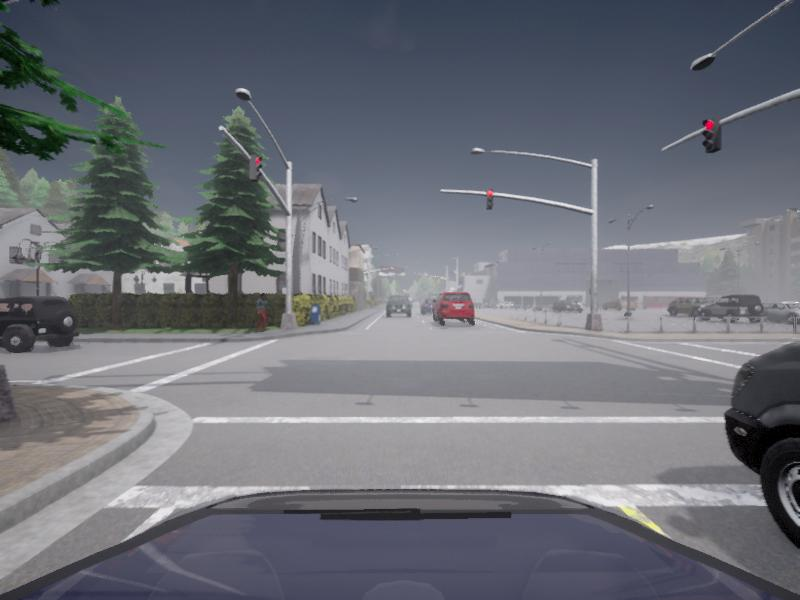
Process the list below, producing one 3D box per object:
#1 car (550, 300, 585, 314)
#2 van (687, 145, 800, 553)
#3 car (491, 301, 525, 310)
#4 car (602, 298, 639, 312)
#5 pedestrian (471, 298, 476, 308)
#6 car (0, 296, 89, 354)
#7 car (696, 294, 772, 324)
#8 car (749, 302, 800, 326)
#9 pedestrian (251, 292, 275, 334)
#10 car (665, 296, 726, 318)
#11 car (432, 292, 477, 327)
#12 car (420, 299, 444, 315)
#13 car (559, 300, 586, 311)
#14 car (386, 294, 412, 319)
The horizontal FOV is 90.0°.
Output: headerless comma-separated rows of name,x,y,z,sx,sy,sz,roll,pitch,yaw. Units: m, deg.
car,18.792,0.772,45.074,2.007,1.523,4.514,0,0,0
van,3.520,0.344,0.508,1.988,2.561,5.915,1,1,0
car,17.936,0.911,66.608,4.974,1.542,2.038,0,0,0
car,28.832,0.618,52.502,2.152,1.636,5.027,0,0,0
pedestrian,13.424,0.562,73.168,0.751,1.860,0.751,0,0,-2
car,-13.541,0.818,13.956,3.866,1.878,1.905,0,0,0
car,22.546,0.575,27.216,1.905,1.878,3.866,0,0,0
car,25.874,0.860,26.623,1.970,1.475,3.806,0,0,0
pedestrian,-6.390,0.589,18.633,0.751,1.860,0.751,0,0,26
car,25.789,0.585,35.102,1.932,1.855,4.605,0,0,0
car,3.423,0.534,26.144,2.150,2.045,5.566,0,0,0
car,3.374,0.699,43.470,2.242,1.667,4.611,0,0,0
car,22.416,0.697,52.144,1.970,1.475,3.806,0,0,0
car,-0.104,0.520,35.716,2.150,2.045,5.566,0,0,0
